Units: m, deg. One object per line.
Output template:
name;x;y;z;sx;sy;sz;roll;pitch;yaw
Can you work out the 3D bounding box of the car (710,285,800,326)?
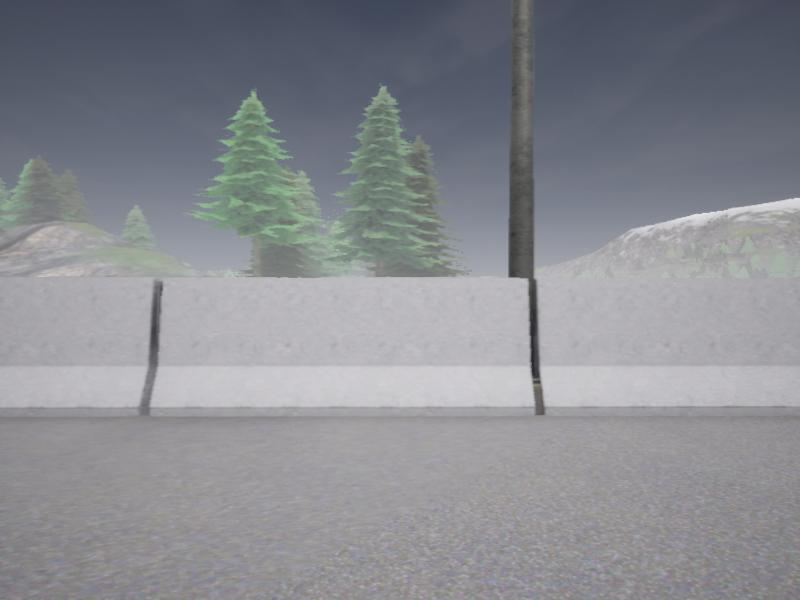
car;15.568;0.227;15.832;5.008;1.535;1.882;0;0;4
